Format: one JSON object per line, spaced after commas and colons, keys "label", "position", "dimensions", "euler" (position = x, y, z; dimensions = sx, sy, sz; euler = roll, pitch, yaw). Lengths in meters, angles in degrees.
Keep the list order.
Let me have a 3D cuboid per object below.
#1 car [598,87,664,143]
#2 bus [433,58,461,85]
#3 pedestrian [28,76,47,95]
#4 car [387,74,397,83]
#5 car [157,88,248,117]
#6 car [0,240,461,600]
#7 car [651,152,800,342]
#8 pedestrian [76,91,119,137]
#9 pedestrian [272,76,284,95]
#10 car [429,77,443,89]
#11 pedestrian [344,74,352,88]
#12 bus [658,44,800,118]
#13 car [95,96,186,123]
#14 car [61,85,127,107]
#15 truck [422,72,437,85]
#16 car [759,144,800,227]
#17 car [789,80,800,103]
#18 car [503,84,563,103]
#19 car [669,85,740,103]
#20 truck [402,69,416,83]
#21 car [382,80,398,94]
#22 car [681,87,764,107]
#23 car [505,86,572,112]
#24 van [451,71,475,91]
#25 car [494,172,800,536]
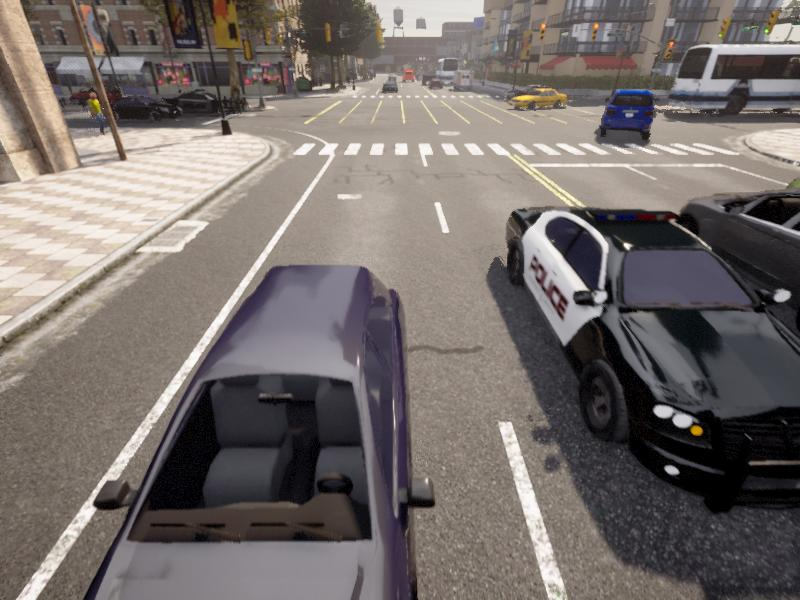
{"label": "car", "position": [11.593, -9.531, 20.276], "dimensions": [2.150, 2.045, 5.566], "euler": [14, 33, 22]}
{"label": "bus", "position": [8.844, -43.513, 76.187], "dimensions": [3.944, 4.253, 10.273], "euler": [0, 30, 0]}
{"label": "pedestrian", "position": [-40.917, -24.183, 45.146], "dimensions": [0.751, 1.860, 0.751], "euler": [-1, 30, -2]}
{"label": "car", "position": [-1.631, -47.366, 85.562], "dimensions": [2.128, 1.511, 4.902], "euler": [0, 30, 0]}
{"label": "car", "position": [-13.814, -13.961, 28.242], "dimensions": [5.238, 1.638, 1.930], "euler": [0, 30, 0]}
{"label": "car", "position": [-0.730, 0.977, 2.812], "dimensions": [1.845, 1.501, 3.633], "euler": [0, 31, 0]}
{"label": "car", "position": [6.233, -0.867, 5.822], "dimensions": [2.242, 1.667, 4.611], "euler": [1, 30, 2]}
{"label": "pedestrian", "position": [-13.953, -8.597, 18.504], "dimensions": [0.751, 1.860, 0.751], "euler": [8, 31, 14]}
{"label": "pedestrian", "position": [-13.703, -24.096, 45.007], "dimensions": [0.751, 1.860, 0.751], "euler": [4, 31, 8]}
{"label": "car", "position": [5.617, -34.196, 63.041], "dimensions": [1.812, 1.442, 4.674], "euler": [0, 30, 0]}
{"label": "pedestrian", "position": [-7.829, -32.867, 60.006], "dimensions": [0.751, 1.860, 0.751], "euler": [22, 37, 33]}
{"label": "bus", "position": [24.886, -15.205, 27.800], "dimensions": [10.273, 4.253, 3.944], "euler": [0, 30, 0]}
{"label": "car", "position": [-16.280, -12.073, 25.284], "dimensions": [4.181, 1.385, 1.994], "euler": [0, 30, 0]}
{"label": "car", "position": [-26.728, -17.950, 35.093], "dimensions": [3.988, 1.617, 1.851], "euler": [0, 30, 0]}
{"label": "truck", "position": [5.482, -41.633, 75.109], "dimensions": [2.390, 2.098, 6.274], "euler": [0, 30, 0]}
{"label": "car", "position": [9.725, -1.688, 7.378], "dimensions": [2.007, 1.525, 4.514], "euler": [0, 30, 0]}
{"label": "car", "position": [40.443, -19.953, 38.279], "dimensions": [3.866, 1.878, 1.905], "euler": [0, 30, 0]}
{"label": "car", "position": [12.643, -19.743, 38.267], "dimensions": [4.902, 1.511, 2.128], "euler": [0, 30, 0]}
{"label": "car", "position": [29.061, -19.763, 38.337], "dimensions": [4.792, 1.488, 2.163], "euler": [0, 30, 0]}
{"label": "truck", "position": [1.875, -47.450, 84.687], "dimensions": [2.627, 2.467, 5.204], "euler": [0, 30, 0]}
{"label": "car", "position": [-1.260, -27.592, 51.798], "dimensions": [1.994, 1.385, 4.181], "euler": [0, 30, 0]}
{"label": "car", "position": [28.340, -17.956, 35.333], "dimensions": [5.357, 1.411, 2.033], "euler": [0, 30, 0]}
{"label": "car", "position": [11.221, -16.311, 32.328], "dimensions": [5.366, 1.575, 1.801], "euler": [-17, 35, -26]}
{"label": "van", "position": [9.161, -32.375, 58.949], "dimensions": [2.351, 2.431, 6.366], "euler": [0, 30, 0]}
{"label": "car", "position": [2.758, -0.161, 4.760], "dimensions": [2.038, 1.542, 4.974], "euler": [0, 30, 0]}
